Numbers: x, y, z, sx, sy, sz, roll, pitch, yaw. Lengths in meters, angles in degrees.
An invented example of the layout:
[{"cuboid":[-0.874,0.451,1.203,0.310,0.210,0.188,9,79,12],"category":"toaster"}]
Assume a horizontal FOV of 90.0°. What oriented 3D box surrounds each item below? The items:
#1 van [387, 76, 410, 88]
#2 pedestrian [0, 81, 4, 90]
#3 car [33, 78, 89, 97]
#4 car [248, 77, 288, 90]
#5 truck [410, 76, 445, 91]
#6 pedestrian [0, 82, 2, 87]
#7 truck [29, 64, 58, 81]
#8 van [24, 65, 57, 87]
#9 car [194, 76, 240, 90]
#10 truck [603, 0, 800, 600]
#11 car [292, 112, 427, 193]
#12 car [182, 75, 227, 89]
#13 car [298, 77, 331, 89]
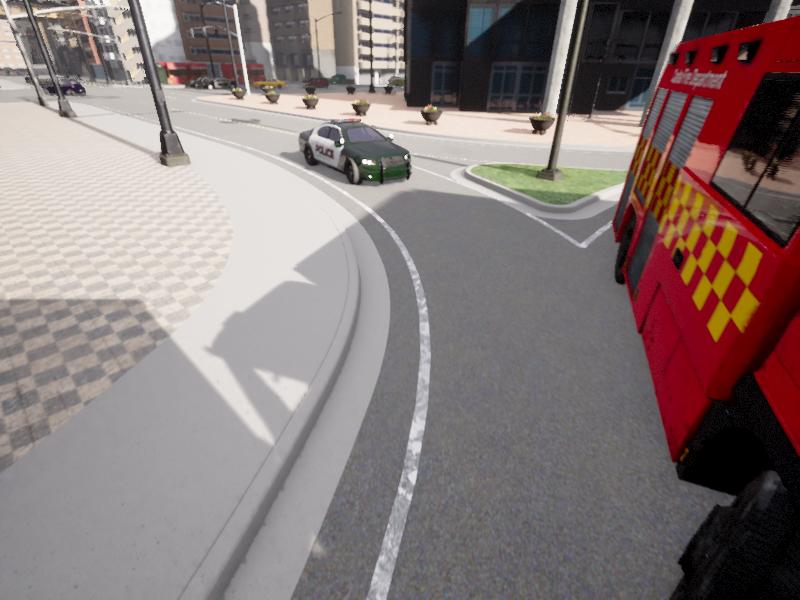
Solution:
[{"cuboid":[-0.354,-42.020,77.127,1.775,1.987,4.442,27,38,37],"category":"van"},{"cuboid":[-47.695,-25.849,47.136,0.751,1.860,0.751,-26,40,-38],"category":"pedestrian"},{"cuboid":[-33.846,-21.242,40.001,3.633,1.501,1.845,0,30,-1],"category":"car"},{"cuboid":[-19.727,-32.482,59.920,1.801,1.575,5.366,27,38,37],"category":"car"},{"cuboid":[4.769,-37.130,68.679,2.390,2.098,6.274,27,38,37],"category":"truck"},{"cuboid":[-50.484,-27.604,49.775,0.751,1.860,0.751,-25,39,-36],"category":"pedestrian"},{"cuboid":[-64.806,-41.377,72.701,2.627,2.467,5.204,-26,40,-38],"category":"truck"},{"cuboid":[-50.567,-31.552,56.193,5.915,2.561,1.988,27,39,37],"category":"van"},{"cuboid":[-25.111,-29.893,55.120,1.930,1.638,5.238,27,39,37],"category":"car"},{"cuboid":[4.063,-0.586,3.336,2.891,3.827,8.468,13,32,17],"category":"truck"},{"cuboid":[-1.496,-4.964,12.970,2.038,1.542,4.974,-19,36,-30],"category":"car"},{"cuboid":[-27.785,-31.069,57.053,1.930,1.638,5.238,26,38,36],"category":"car"},{"cuboid":[-13.826,-35.365,65.177,2.033,1.649,4.856,27,38,37],"category":"car"}]
